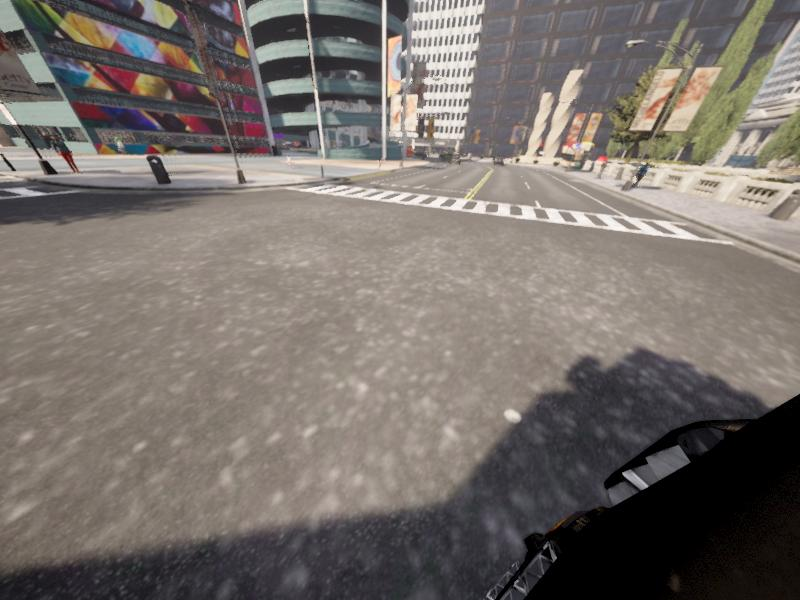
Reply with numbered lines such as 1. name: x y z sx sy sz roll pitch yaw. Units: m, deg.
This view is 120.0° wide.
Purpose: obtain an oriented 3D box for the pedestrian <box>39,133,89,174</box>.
1. pedestrian: -18.672 -8.141 12.889 0.751 1.860 0.751 21 38 25

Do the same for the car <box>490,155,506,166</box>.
1. car: 18.997 -27.169 44.865 1.851 1.617 3.988 7 34 7

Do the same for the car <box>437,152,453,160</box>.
1. car: 11.582 -36.972 59.160 1.789 1.549 3.705 -18 39 -28

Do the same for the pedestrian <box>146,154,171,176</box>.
1. pedestrian: -14.266 -7.988 13.665 0.500 1.100 0.500 21 38 25

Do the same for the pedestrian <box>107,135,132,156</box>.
1. pedestrian: -30.776 -17.001 25.388 0.751 1.860 0.751 5 34 3

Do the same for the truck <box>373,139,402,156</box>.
1. truck: -3.792 -47.052 71.215 8.468 3.827 2.891 18 37 22

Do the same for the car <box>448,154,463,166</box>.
1. car: 9.418 -24.014 39.463 1.789 1.549 3.705 5 33 2

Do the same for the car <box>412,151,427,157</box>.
1. car: 5.540 -41.645 65.938 1.994 1.385 4.181 -26 43 -36

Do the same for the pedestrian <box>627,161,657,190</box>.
1. pedestrian: 18.609 -9.633 17.826 0.751 1.860 0.751 18 36 22

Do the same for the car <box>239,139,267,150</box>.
1. car: -35.907 -37.935 56.406 5.566 2.045 2.435 14 35 16

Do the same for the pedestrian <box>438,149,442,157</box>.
1. pedestrian: 12.652 -46.260 72.670 0.751 1.860 0.751 27 41 32

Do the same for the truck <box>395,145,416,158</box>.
1. truck: 1.362 -39.034 60.717 2.627 2.467 5.204 -23 41 -33

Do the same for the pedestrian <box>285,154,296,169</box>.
1. pedestrian: -9.837 -12.468 20.743 0.500 1.100 0.500 19 37 23

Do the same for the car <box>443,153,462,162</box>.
1. car: 11.571 -31.863 51.488 2.007 1.525 4.514 -7 35 -15

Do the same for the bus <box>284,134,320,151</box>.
1. bus: -32.784 -52.710 77.278 10.273 4.253 3.944 14 35 16

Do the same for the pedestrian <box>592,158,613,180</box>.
1. pedestrian: 20.682 -13.362 23.602 0.751 1.860 0.751 14 35 16
